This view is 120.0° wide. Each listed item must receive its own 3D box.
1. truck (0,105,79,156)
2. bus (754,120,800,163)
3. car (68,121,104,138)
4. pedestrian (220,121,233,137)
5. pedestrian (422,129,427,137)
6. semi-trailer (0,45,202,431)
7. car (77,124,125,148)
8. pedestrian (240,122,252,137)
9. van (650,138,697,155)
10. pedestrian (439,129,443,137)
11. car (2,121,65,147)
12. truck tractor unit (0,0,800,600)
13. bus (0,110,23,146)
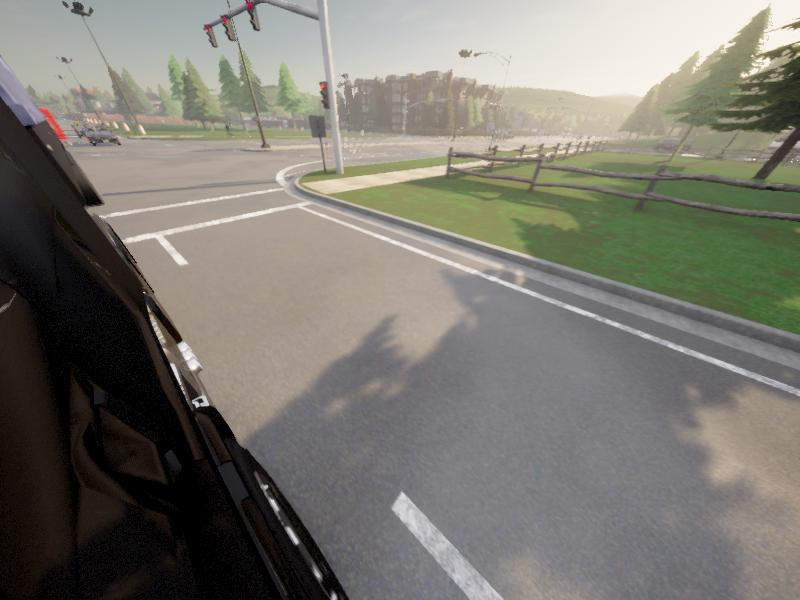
[{"bbox_3d":[-24.921,-10.544,14.335,2.627,2.467,5.204,28,44,30],"label":"truck"},{"bbox_3d":[52.977,-18.756,27.714,10.273,4.253,3.944,28,44,30],"label":"bus"},{"bbox_3d":[-38.036,-20.669,27.971,3.806,1.475,1.970,28,44,30],"label":"car"},{"bbox_3d":[-25.343,-25.027,33.799,0.751,1.860,0.751,-29,47,-35],"label":"pedestrian"},{"bbox_3d":[6.472,-44.391,61.432,0.751,1.860,0.751,28,44,30],"label":"pedestrian"},{"bbox_3d":[-8.708,-3.576,4.250,14.254,4.402,2.717,28,44,30],"label":"semi-trailer"},{"bbox_3d":[-26.385,-14.494,20.344,4.193,1.474,1.816,28,44,30],"label":"car"},{"bbox_3d":[-23.424,-25.956,35.131,0.751,1.860,0.751,31,45,33],"label":"pedestrian"},{"bbox_3d":[44.517,-25.195,37.743,4.442,1.987,1.775,28,44,30],"label":"van"},{"bbox_3d":[11.725,-47.691,65.838,0.751,1.860,0.751,23,42,26],"label":"pedestrian"},{"bbox_3d":[-30.270,-13.819,19.220,4.902,1.511,2.128,28,44,30],"label":"car"},{"bbox_3d":[-2.645,-0.295,0.351,6.516,4.208,3.053,28,44,30],"label":"truck tractor unit"},{"bbox_3d":[-35.508,-15.058,18.323,10.273,4.253,3.944,28,44,30],"label":"bus"}]
